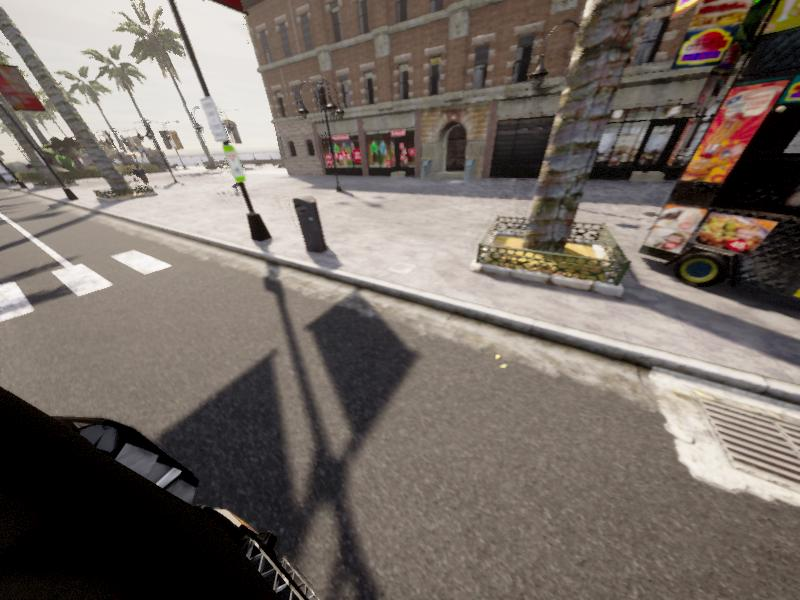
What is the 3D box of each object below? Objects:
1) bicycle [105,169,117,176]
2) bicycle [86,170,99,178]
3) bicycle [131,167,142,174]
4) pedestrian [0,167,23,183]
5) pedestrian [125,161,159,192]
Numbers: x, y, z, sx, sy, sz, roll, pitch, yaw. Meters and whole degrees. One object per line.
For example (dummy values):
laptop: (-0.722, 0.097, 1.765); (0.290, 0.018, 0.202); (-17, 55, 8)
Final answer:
bicycle: (-44.353, -19.585, 35.480); (1.643, 1.024, 0.373); (15, 38, 25)
bicycle: (-45.338, -18.578, 34.043); (1.643, 1.024, 0.373); (15, 38, 25)
bicycle: (-42.877, -21.097, 37.634); (1.643, 1.024, 0.373); (15, 38, 25)
pedestrian: (-54.408, -17.551, 32.372); (0.751, 1.860, 0.751); (11, 36, 20)
pedestrian: (-18.511, -8.850, 16.614); (0.751, 1.860, 0.751); (15, 38, 25)
